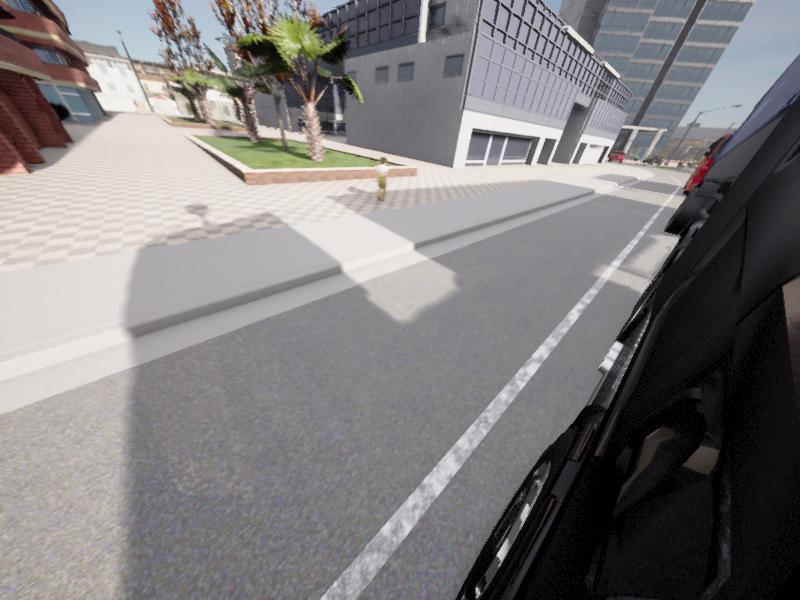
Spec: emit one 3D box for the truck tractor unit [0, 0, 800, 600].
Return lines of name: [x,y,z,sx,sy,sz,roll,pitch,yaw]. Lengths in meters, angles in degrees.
truck tractor unit: [2.645,-0.295,0.351,6.516,4.208,3.053,-28,43,-30]

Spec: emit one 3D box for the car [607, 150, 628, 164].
car: [43.539,-28.642,46.287,2.150,2.045,5.566,30,42,30]

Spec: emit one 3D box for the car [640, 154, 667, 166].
car: [54.932,-30.232,50.049,3.866,1.878,1.905,-7,38,-16]

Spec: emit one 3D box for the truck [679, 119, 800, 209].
truck: [21.507,-8.720,14.816,8.468,3.827,2.891,-26,46,-35]

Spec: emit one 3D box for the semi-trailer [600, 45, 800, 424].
semi-trailer: [8.752,-3.048,4.810,14.254,4.402,2.717,-23,45,-36]

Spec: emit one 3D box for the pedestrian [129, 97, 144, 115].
pedestrian: [-37.307,-27.444,32.703,0.751,1.860,0.751,-25,46,-35]

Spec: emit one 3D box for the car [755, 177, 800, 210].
car: [25.244,-6.783,14.744,4.181,1.385,1.994,-26,47,-36]

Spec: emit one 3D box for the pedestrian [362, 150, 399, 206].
pedestrian: [-0.569,-3.571,6.781,0.751,1.300,0.751,18,38,16]
